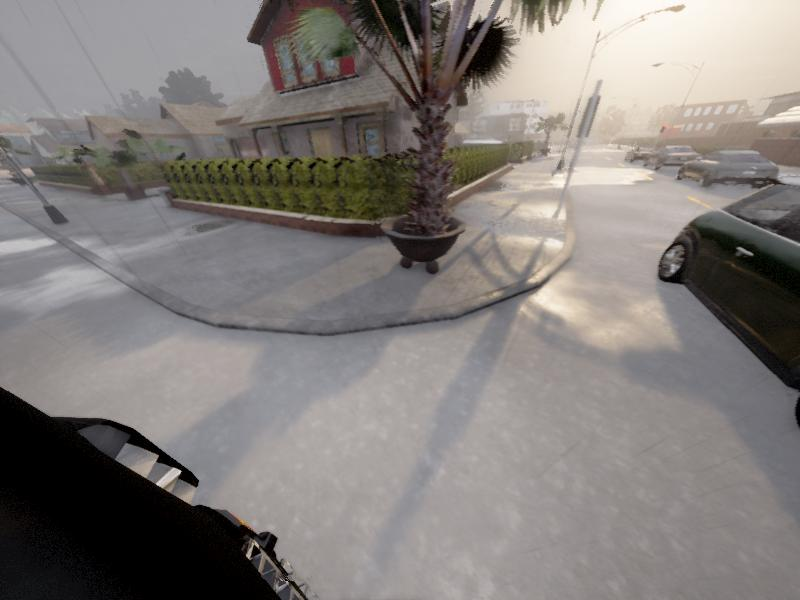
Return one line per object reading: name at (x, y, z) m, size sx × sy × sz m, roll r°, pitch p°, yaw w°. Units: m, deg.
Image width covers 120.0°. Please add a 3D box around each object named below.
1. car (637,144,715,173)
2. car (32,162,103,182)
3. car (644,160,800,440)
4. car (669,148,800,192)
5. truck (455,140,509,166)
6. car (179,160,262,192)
car at (19.370, -10.236, 16.594) m, size 2.033 × 1.411 × 5.357 m, roll 16°, pitch 38°, yaw 26°
car at (-49.588, -19.252, 34.677) m, size 2.150 × 2.045 × 5.566 m, roll 16°, pitch 38°, yaw 26°
car at (4.806, -0.049, 2.033) m, size 2.097 × 1.767 × 4.553 m, roll 13°, pitch 37°, yaw 22°
car at (15.377, -6.300, 11.009) m, size 1.994 × 1.385 × 4.181 m, roll 14°, pitch 37°, yaw 24°
truck at (8.149, -14.816, 23.224) m, size 4.478 × 2.038 × 2.069 m, roll 18°, pitch 39°, yaw 24°
car at (-11.724, -8.351, 15.405) m, size 1.845 × 1.501 × 3.633 m, roll 14°, pitch 37°, yaw 24°
